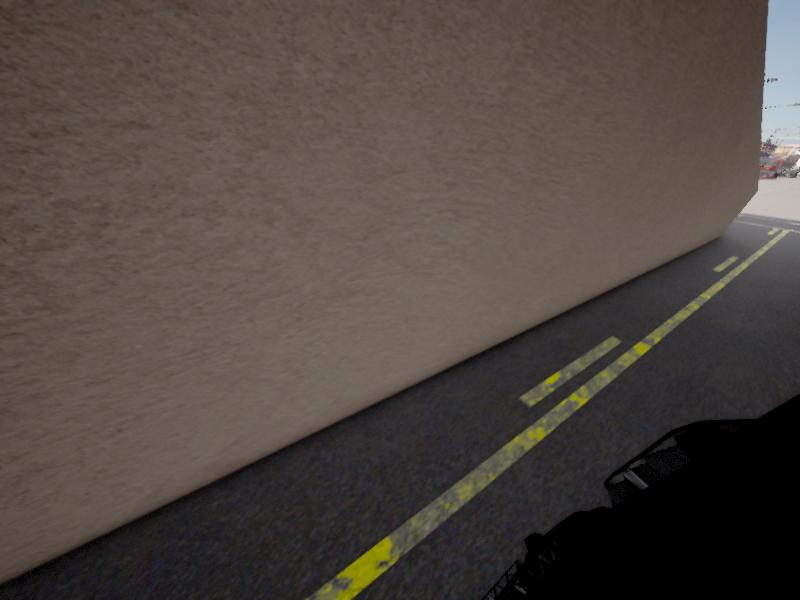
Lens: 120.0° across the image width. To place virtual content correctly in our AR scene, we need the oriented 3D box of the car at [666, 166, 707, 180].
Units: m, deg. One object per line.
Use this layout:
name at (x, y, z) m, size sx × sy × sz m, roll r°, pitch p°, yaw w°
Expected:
car at (40.983, -18.188, 33.032) m, size 4.902 × 1.511 × 2.128 m, roll -15°, pitch 38°, yaw -25°

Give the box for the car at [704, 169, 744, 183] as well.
car at (43.180, -16.554, 30.775) m, size 4.892 × 1.490 × 1.837 m, roll -15°, pitch 38°, yaw -25°

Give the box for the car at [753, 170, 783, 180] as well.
car at (66.997, -22.759, 42.050) m, size 4.181 × 1.385 × 1.994 m, roll -15°, pitch 38°, yaw -25°

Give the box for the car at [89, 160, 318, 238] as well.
car at (-5.168, -3.240, 7.006) m, size 4.514 × 1.525 × 2.007 m, roll -16°, pitch 38°, yaw -26°

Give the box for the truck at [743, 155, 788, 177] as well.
truck at (81.713, -29.839, 51.603) m, size 8.468 × 3.827 × 2.891 m, roll -15°, pitch 38°, yaw -25°

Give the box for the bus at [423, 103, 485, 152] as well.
bus at (8.519, -28.902, 38.620) m, size 3.944 × 4.253 × 10.273 m, roll -15°, pitch 52°, yaw -25°

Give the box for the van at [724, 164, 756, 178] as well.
van at (65.350, -24.810, 44.384) m, size 4.480 × 2.038 × 2.069 m, roll -15°, pitch 38°, yaw -25°

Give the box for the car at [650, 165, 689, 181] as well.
car at (35.529, -16.802, 30.440) m, size 3.988 × 1.617 × 1.851 m, roll -15°, pitch 38°, yaw -25°

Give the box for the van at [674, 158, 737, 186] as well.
van at (35.587, -14.947, 26.929) m, size 6.366 × 2.431 × 2.351 m, roll -15°, pitch 38°, yaw -25°
